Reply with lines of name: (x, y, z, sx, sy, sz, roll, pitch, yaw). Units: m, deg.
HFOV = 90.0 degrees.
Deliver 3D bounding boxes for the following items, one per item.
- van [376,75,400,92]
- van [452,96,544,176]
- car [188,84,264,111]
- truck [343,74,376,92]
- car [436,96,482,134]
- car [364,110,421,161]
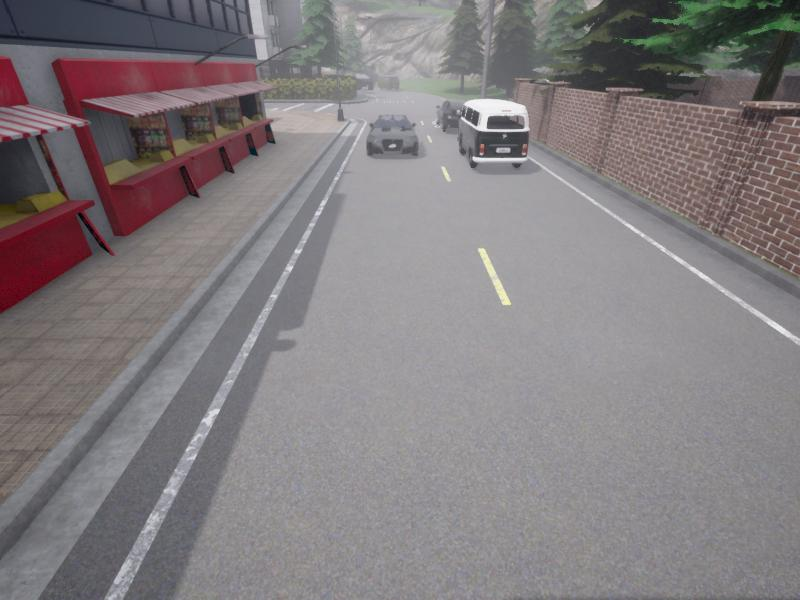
van: (-1.740, -31.254, 57.575, 1.775, 1.987, 4.442, -13, 33, -22)
van: (3.231, -6.032, 14.327, 2.069, 2.038, 4.480, 0, 30, 0)
car: (-13.086, -15.422, 30.425, 4.611, 1.667, 2.242, -1, 30, -2)
truck: (-5.988, -31.630, 58.103, 2.390, 2.098, 6.274, -15, 34, -24)
car: (3.152, -10.446, 22.428, 1.837, 1.490, 4.892, 0, 30, 0)
car: (-0.291, -6.796, 16.301, 1.994, 1.385, 4.181, 0, 30, -1)
